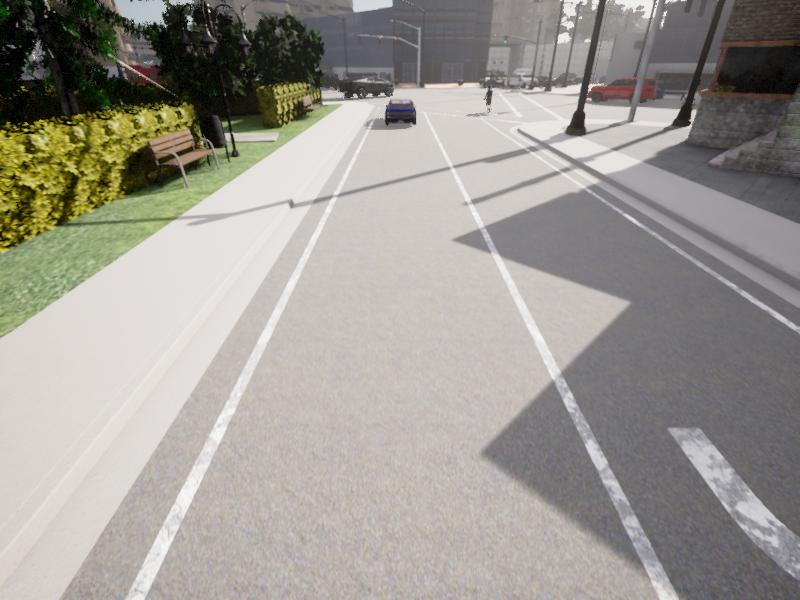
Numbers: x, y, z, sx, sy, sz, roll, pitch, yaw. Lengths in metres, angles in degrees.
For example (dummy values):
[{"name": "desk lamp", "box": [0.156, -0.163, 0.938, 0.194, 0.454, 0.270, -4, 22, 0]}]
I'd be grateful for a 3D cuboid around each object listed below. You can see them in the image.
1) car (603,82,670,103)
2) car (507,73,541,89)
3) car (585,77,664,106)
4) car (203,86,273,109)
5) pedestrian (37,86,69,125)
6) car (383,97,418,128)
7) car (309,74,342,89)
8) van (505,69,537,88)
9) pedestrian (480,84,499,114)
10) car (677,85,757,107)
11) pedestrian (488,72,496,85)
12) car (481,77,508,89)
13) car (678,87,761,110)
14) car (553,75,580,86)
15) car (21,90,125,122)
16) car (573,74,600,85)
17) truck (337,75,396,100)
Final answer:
[{"name": "car", "box": [22.611, -19.958, 38.433, 1.882, 1.535, 5.008, -26, 39, -38]}, {"name": "car", "box": [18.935, -33.449, 61.054, 5.566, 2.045, 2.150, -26, 39, -37]}, {"name": "car", "box": [20.136, -18.924, 36.158, 2.150, 2.045, 5.566, -27, 39, -37]}, {"name": "car", "box": [-13.589, -17.131, 33.750, 4.792, 1.488, 2.163, -26, 39, -37]}, {"name": "pedestrian", "box": [-19.420, -10.909, 22.416, 0.751, 1.860, 0.751, -20, 36, -30]}, {"name": "car", "box": [0.062, -11.343, 24.062, 1.895, 1.301, 4.718, 0, 30, 0]}, {"name": "car", "box": [-12.063, -35.123, 64.286, 5.566, 2.045, 2.150, 26, 39, 38]}, {"name": "van", "box": [19.932, -36.608, 65.959, 5.915, 2.561, 1.988, -26, 39, -37]}, {"name": "pedestrian", "box": [6.346, -14.271, 28.403, 0.751, 1.860, 0.751, -23, 37, -34]}, {"name": "car", "box": [27.176, -17.643, 34.450, 1.837, 1.490, 4.892, -27, 39, -38]}, {"name": "pedestrian", "box": [15.457, -37.094, 67.114, 0.751, 1.860, 0.751, -26, 39, -37]}, {"name": "car", "box": [14.581, -33.508, 61.718, 4.193, 1.474, 1.816, -26, 39, -37]}, {"name": "car", "box": [25.282, -16.085, 31.812, 1.812, 1.442, 4.674, -27, 39, -37]}, {"name": "car", "box": [28.915, -38.167, 69.511, 5.238, 1.638, 1.930, -26, 39, -37]}, {"name": "car", "box": [-21.800, -13.098, 26.835, 4.902, 1.511, 2.128, -26, 39, -37]}, {"name": "car", "box": [34.243, -40.482, 73.464, 5.238, 1.638, 1.930, -22, 37, -33]}, {"name": "truck", "box": [-3.466, -22.670, 42.621, 2.390, 2.098, 6.274, 24, 38, 35]}]
